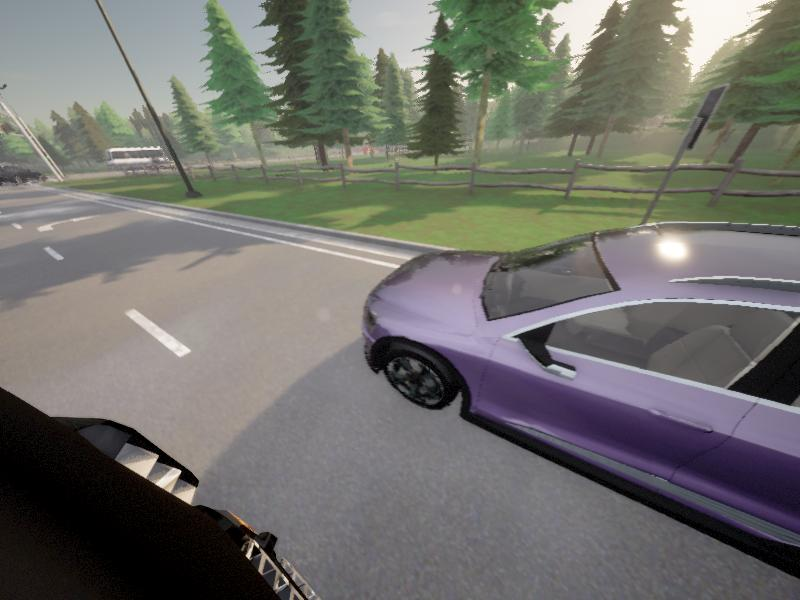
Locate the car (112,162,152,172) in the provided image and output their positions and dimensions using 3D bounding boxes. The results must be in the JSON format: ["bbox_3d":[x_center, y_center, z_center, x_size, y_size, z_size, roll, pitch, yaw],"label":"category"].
[{"bbox_3d":[-58.099,-28.904,50.234,2.033,1.411,5.357,16,38,25],"label":"car"}]

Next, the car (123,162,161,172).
[{"bbox_3d":[-54.741,-28.411,49.164,1.837,1.490,4.892,16,38,25],"label":"car"}]

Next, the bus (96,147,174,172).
[{"bbox_3d":[-59.813,-32.223,52.761,3.944,4.253,10.273,16,38,25],"label":"bus"}]

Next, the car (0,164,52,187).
[{"bbox_3d":[-49.410,-16.028,29.686,2.150,2.045,5.566,-14,35,-14],"label":"car"}]

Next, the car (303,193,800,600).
[{"bbox_3d":[1.900,0.291,1.890,4.856,1.649,2.033,16,38,26],"label":"car"}]
